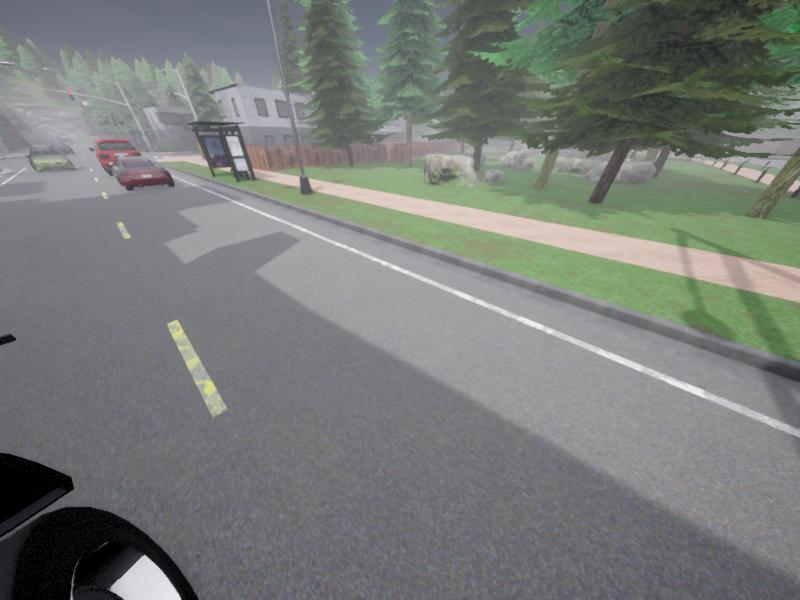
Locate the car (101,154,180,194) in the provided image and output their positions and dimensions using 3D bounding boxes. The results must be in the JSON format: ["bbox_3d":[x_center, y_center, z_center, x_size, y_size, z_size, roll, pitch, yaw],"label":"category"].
[{"bbox_3d":[-13.972,-6.898,12.411,4.181,1.385,1.994,27,43,32],"label":"car"}]

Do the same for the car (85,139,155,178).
[{"bbox_3d":[-20.011,-10.216,16.482,5.566,2.045,2.150,27,43,32],"label":"car"}]

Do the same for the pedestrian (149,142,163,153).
[{"bbox_3d":[-36.716,-22.934,34.745,0.751,1.300,0.751,20,40,25],"label":"pedestrian"}]

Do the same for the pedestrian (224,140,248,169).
[{"bbox_3d":[-12.812,-11.375,18.057,0.751,1.860,0.751,28,43,33],"label":"pedestrian"}]

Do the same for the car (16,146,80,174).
[{"bbox_3d":[-26.827,-10.819,17.725,4.514,1.525,2.007,26,42,31],"label":"car"}]

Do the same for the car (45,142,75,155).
[{"bbox_3d":[-49.474,-22.105,33.697,4.181,1.385,1.994,27,43,32],"label":"car"}]

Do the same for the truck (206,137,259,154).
[{"bbox_3d":[-26.790,-24.956,37.311,2.390,2.098,6.274,20,40,26],"label":"truck"}]
